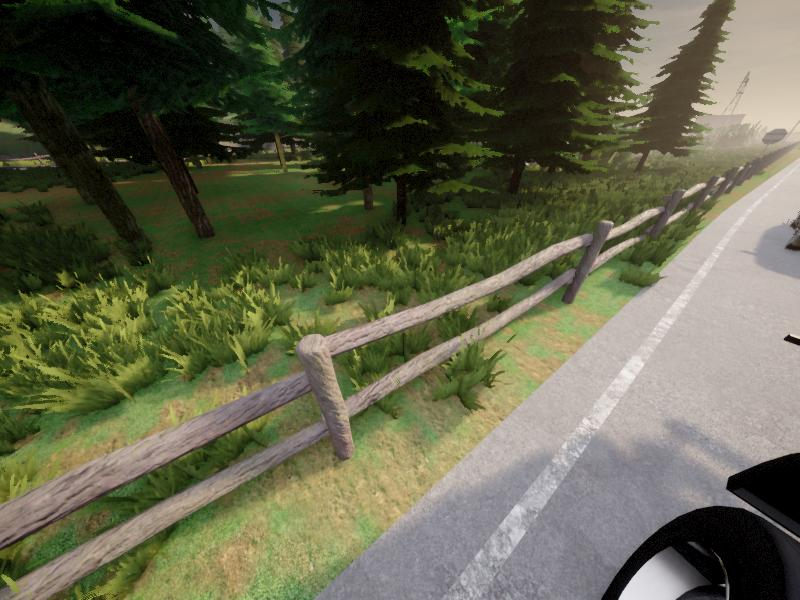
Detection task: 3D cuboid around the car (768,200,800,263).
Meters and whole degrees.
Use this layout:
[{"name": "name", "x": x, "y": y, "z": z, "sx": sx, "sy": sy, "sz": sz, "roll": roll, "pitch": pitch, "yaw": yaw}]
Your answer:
[{"name": "car", "x": 11.038, "y": -1.931, "z": 5.255, "sx": 4.902, "sy": 1.511, "sz": 2.128, "roll": -22, "pitch": 41, "yaw": -27}]
